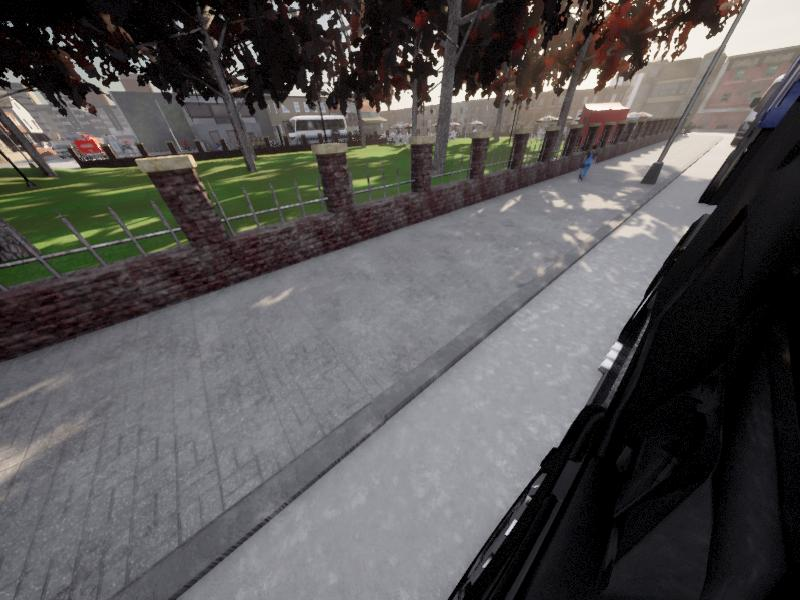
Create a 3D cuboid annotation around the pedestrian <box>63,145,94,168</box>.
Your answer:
[{"bbox_3d":[-31.090,-13.892,22.375,0.751,1.860,0.751,-22,41,-24],"label":"pedestrian"}]

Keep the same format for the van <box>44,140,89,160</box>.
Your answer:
[{"bbox_3d":[-56.453,-25.594,39.332,2.351,2.431,6.366,-26,43,-28],"label":"van"}]

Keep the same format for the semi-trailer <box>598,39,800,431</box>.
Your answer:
[{"bbox_3d":[8.703,-3.605,4.218,14.254,4.402,2.717,-28,44,-30],"label":"semi-trailer"}]

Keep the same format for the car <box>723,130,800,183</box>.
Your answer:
[{"bbox_3d":[16.166,-6.330,9.915,5.357,1.411,2.033,-28,44,-30],"label":"car"}]

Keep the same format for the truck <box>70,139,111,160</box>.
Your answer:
[{"bbox_3d":[-49.017,-24.063,36.796,2.627,2.467,5.204,-29,45,-31],"label":"truck"}]

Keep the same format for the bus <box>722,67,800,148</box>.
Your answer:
[{"bbox_3d":[30.032,-14.773,17.912,10.273,4.253,3.944,-28,44,-30],"label":"bus"}]

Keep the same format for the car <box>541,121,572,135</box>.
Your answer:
[{"bbox_3d":[28.604,-31.522,42.324,1.905,1.878,3.866,-27,43,-29],"label":"car"}]

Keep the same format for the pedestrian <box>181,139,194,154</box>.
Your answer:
[{"bbox_3d":[-32.055,-23.202,34.861,0.751,1.860,0.751,-26,43,-28],"label":"pedestrian"}]

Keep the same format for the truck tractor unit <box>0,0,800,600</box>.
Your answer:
[{"bbox_3d":[2.645,-0.295,0.351,6.516,4.208,3.053,-28,44,-30],"label":"truck tractor unit"}]

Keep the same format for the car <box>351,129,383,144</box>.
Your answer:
[{"bbox_3d":[-5.995,-30.188,42.597,5.566,2.045,2.150,-30,45,-31],"label":"car"}]

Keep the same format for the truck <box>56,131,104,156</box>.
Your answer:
[{"bbox_3d":[-65.735,-32.369,47.789,2.891,3.827,8.468,-26,43,-28],"label":"truck"}]

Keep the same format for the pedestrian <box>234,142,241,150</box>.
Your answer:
[{"bbox_3d":[-27.173,-25.835,38.698,0.500,1.100,0.500,-25,42,-27],"label":"pedestrian"}]

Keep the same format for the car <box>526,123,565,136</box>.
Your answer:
[{"bbox_3d":[25.400,-29.953,40.639,1.930,1.638,5.238,-28,43,-30],"label":"car"}]

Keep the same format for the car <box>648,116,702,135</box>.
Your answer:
[{"bbox_3d":[35.729,-22.708,30.114,1.905,1.878,3.866,-25,42,-27],"label":"car"}]

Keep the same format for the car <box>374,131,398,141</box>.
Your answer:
[{"bbox_3d":[-2.938,-34.618,48.818,4.674,1.442,1.812,-25,42,-27],"label":"car"}]

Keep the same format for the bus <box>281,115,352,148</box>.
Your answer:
[{"bbox_3d":[-14.340,-29.688,40.615,10.273,4.253,3.944,-28,44,-30],"label":"bus"}]

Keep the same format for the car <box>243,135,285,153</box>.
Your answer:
[{"bbox_3d":[-19.739,-22.814,33.768,4.605,1.855,1.932,-31,45,-31],"label":"car"}]

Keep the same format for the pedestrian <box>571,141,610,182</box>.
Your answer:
[{"bbox_3d":[7.590,-5.568,9.295,0.751,1.300,0.751,16,41,23],"label":"pedestrian"}]
